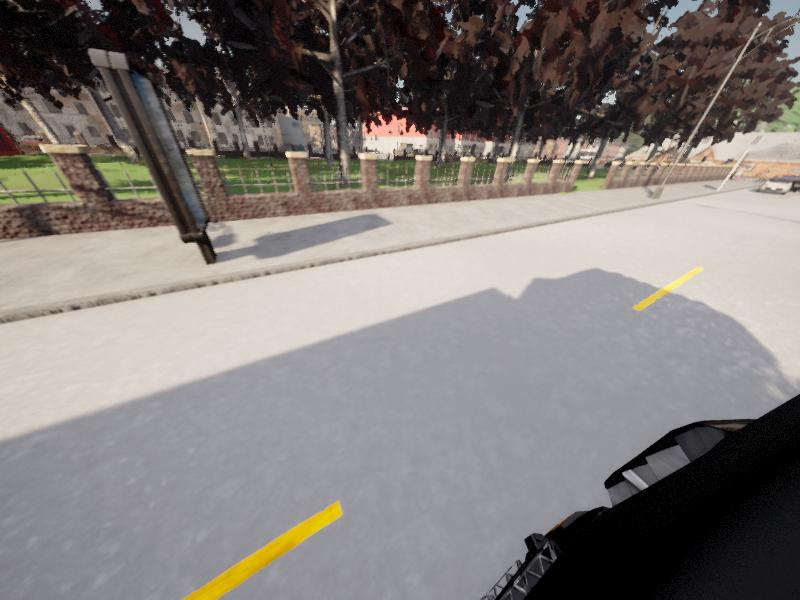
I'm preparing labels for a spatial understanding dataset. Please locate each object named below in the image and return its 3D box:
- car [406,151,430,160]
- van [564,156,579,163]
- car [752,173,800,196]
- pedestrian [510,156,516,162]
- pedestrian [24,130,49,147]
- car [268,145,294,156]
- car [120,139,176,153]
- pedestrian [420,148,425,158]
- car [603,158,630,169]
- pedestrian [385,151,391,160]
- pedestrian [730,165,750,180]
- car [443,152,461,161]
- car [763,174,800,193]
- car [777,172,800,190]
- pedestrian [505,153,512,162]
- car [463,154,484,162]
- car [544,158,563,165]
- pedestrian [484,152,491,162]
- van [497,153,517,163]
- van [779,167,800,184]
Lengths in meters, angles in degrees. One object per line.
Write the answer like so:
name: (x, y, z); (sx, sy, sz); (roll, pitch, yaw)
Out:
car: (3.809, -30.648, 48.931); (4.514, 1.525, 2.007); (-16, 38, -26)
van: (60.663, -49.595, 81.639); (4.442, 1.987, 1.775); (-16, 38, -26)
car: (34.538, -10.583, 21.057); (3.633, 1.501, 1.845); (-17, 39, -27)
pedestrian: (27.652, -34.442, 56.390); (0.751, 1.300, 0.751); (-16, 38, -26)
pedestrian: (-47.457, -21.060, 30.160); (0.751, 1.860, 0.751); (-6, 35, -14)
car: (-20.759, -26.130, 40.302); (3.633, 1.501, 1.845); (-16, 38, -26)
car: (-35.483, -21.865, 32.813); (4.902, 1.511, 2.128); (-16, 38, -26)
pedestrian: (5.464, -36.211, 56.886); (0.751, 1.860, 0.751); (-23, 41, -33)
car: (49.803, -31.449, 53.207); (1.905, 1.878, 3.866); (-16, 38, -26)
pedestrian: (-2.088, -25.891, 41.313); (0.751, 1.300, 0.751); (-23, 41, -33)
pedestrian: (48.640, -18.206, 33.040); (0.751, 1.860, 0.751); (-16, 38, -26)
car: (11.910, -32.995, 53.032); (3.705, 1.549, 1.789); (-16, 38, -26)
car: (40.388, -12.139, 23.956); (5.357, 1.411, 2.033); (-16, 38, -26)
car: (46.812, -13.981, 27.040); (5.366, 1.575, 1.801); (-15, 38, -26)
pedestrian: (25.932, -34.195, 55.385); (0.751, 1.860, 0.751); (-16, 38, -26)
car: (17.844, -34.500, 56.189); (4.892, 1.490, 1.837); (-16, 38, -26)
car: (40.269, -36.431, 60.707); (1.845, 1.501, 3.633); (-16, 38, -26)
pedestrian: (19.834, -32.432, 52.277); (0.751, 1.860, 0.751); (-16, 38, -26)
van: (28.479, -37.781, 61.436); (4.480, 2.038, 2.069); (-16, 38, -26)
van: (59.491, -17.801, 33.359); (1.775, 1.987, 4.442); (-16, 38, -26)
